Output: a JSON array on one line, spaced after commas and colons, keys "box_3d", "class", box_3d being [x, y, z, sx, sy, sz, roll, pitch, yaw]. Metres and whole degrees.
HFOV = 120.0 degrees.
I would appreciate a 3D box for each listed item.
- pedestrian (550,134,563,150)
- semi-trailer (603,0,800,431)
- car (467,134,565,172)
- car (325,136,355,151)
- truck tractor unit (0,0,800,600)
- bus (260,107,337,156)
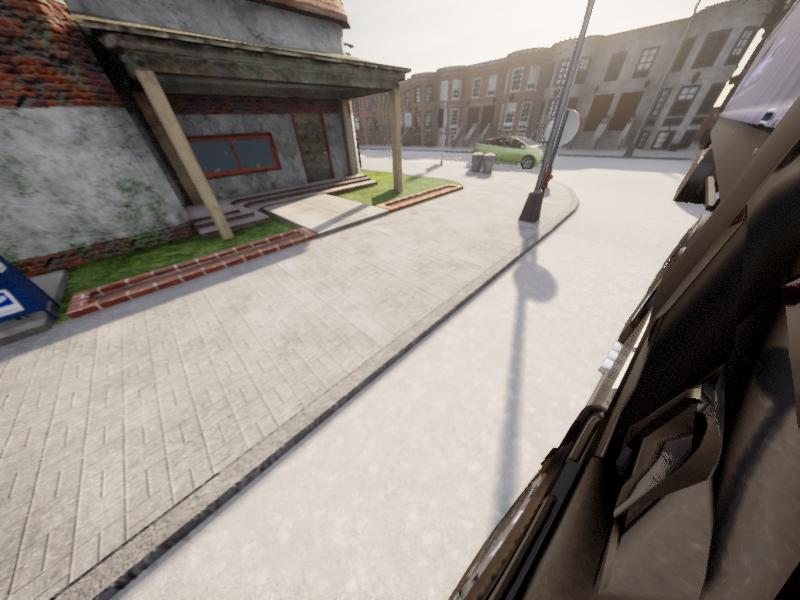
[{"box_3d": [12.793, -12.893, 18.851, 0.500, 1.100, 0.500, 24, 45, 31], "class": "pedestrian"}, {"box_3d": [8.418, -3.794, 4.469, 14.254, 4.402, 2.717, -31, 45, -32], "class": "semi-trailer"}, {"box_3d": [6.571, -8.739, 13.594, 2.007, 1.525, 4.514, -31, 45, -32], "class": "car"}, {"box_3d": [-7.784, -20.366, 30.062, 1.845, 1.501, 3.633, -32, 46, -33], "class": "car"}, {"box_3d": [2.645, -0.295, 0.352, 6.516, 4.208, 3.053, -28, 44, -30], "class": "truck tractor unit"}, {"box_3d": [-12.773, -20.974, 28.941, 3.944, 4.253, 10.273, -32, 46, -33], "class": "bus"}]
